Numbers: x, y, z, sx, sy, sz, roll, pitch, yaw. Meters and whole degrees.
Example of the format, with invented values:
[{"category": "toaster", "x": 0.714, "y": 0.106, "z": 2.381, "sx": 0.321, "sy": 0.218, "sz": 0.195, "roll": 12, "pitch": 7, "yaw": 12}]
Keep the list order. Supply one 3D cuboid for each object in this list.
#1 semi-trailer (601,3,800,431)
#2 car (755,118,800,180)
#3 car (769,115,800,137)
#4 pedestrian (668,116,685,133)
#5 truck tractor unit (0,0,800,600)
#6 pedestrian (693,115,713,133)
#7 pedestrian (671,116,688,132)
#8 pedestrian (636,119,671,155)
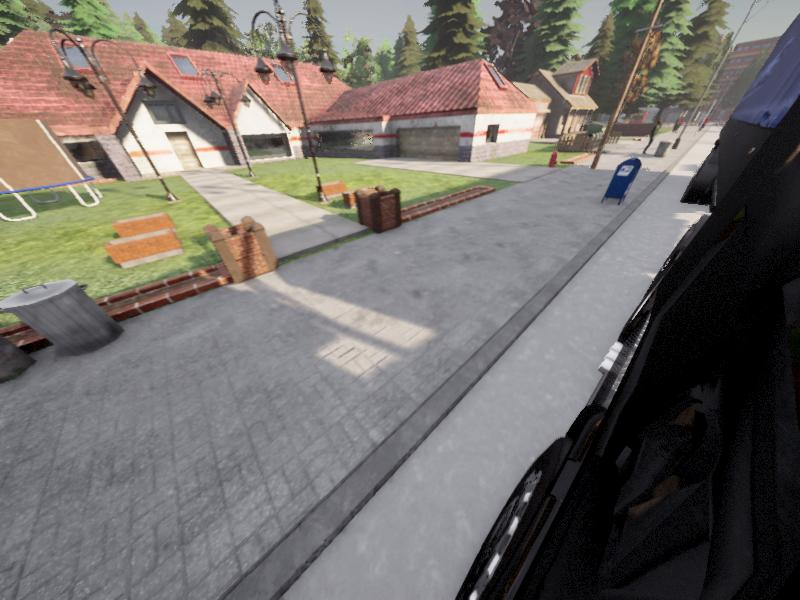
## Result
[{"category": "semi-trailer", "x": 8.513, "y": -3.723, "z": 4.405, "sx": 14.254, "sy": 4.402, "sz": 2.717, "roll": -30, "pitch": 45, "yaw": -32}, {"category": "car", "x": 16.861, "y": -6.134, "z": 9.227, "sx": 4.605, "sy": 1.855, "sz": 1.932, "roll": -32, "pitch": 46, "yaw": -33}, {"category": "car", "x": 40.383, "y": -17.853, "z": 23.622, "sx": 4.856, "sy": 1.649, "sz": 2.033, "roll": -30, "pitch": 44, "yaw": -31}, {"category": "pedestrian", "x": 37.303, "y": -23.660, "z": 31.171, "sx": 0.751, "sy": 1.860, "sz": 0.751, "roll": -30, "pitch": 44, "yaw": -31}, {"category": "truck tractor unit", "x": 2.645, "y": -0.295, "z": 0.352, "sx": 6.516, "sy": 4.208, "sz": 3.053, "roll": -28, "pitch": 44, "yaw": -30}, {"category": "pedestrian", "x": 39.043, "y": -22.726, "z": 29.812, "sx": 0.751, "sy": 1.860, "sz": 0.751, "roll": -28, "pitch": 43, "yaw": -29}, {"category": "pedestrian", "x": 39.480, "y": -24.892, "z": 32.680, "sx": 0.751, "sy": 1.860, "sz": 0.751, "roll": -30, "pitch": 44, "yaw": -31}, {"category": "pedestrian", "x": 16.344, "y": -10.534, "z": 14.942, "sx": 0.751, "sy": 1.860, "sz": 0.751, "roll": 20, "pitch": 42, "yaw": 27}]
